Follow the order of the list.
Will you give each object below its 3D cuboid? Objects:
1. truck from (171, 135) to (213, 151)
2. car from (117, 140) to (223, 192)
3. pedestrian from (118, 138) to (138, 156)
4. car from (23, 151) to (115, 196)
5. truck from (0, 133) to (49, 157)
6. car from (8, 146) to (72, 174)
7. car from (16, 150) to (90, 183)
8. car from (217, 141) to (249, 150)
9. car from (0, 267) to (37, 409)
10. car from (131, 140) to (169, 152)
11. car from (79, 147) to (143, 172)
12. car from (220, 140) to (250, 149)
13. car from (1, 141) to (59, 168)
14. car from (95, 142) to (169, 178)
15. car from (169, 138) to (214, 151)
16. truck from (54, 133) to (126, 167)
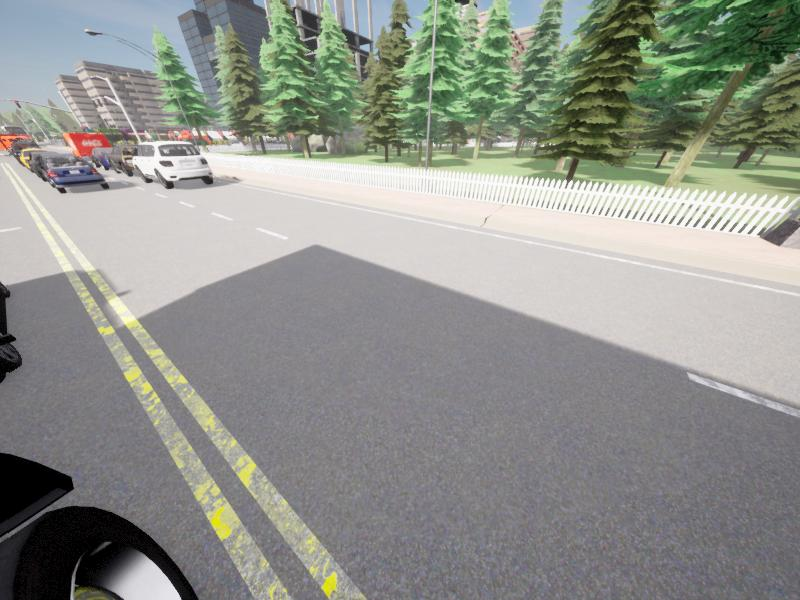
[{"bbox_3d":[-41.364,-31.447,46.145,2.627,2.467,5.204,20,40,26],"label":"truck"},{"bbox_3d":[-12.730,-7.552,12.774,5.566,2.045,2.150,22,40,27],"label":"car"},{"bbox_3d":[-33.768,-18.955,28.674,0.751,1.860,0.751,22,41,28],"label":"pedestrian"},{"bbox_3d":[-16.642,-6.462,11.627,3.705,1.549,1.789,22,40,27],"label":"car"},{"bbox_3d":[-51.871,-20.486,30.497,5.204,2.467,2.627,-3,35,-5],"label":"truck"},{"bbox_3d":[-27.627,-10.829,17.728,5.366,1.575,1.801,22,40,27],"label":"car"},{"bbox_3d":[-21.861,-8.498,14.550,4.193,1.474,1.816,22,40,27],"label":"car"},{"bbox_3d":[-35.229,-32.796,48.910,2.038,1.542,4.974,21,40,26],"label":"car"},{"bbox_3d":[-6.037,0.220,2.301,3.806,1.475,1.970,22,41,28],"label":"car"},{"bbox_3d":[-45.115,-27.850,41.753,1.851,1.617,3.988,22,41,28],"label":"car"},{"bbox_3d":[-24.110,-11.834,19.266,4.792,1.488,2.163,22,40,27],"label":"car"},{"bbox_3d":[-36.960,-35.020,51.954,2.033,1.649,4.856,21,40,26],"label":"car"},{"bbox_3d":[-33.443,-13.258,20.879,4.605,1.855,1.932,22,40,27],"label":"car"},{"bbox_3d":[-18.717,-9.858,16.153,4.605,1.855,1.932,22,40,27],"label":"car"},{"bbox_3d":[-39.275,-29.418,43.637,2.150,2.045,5.566,21,40,26],"label":"car"},{"bbox_3d":[-29.374,-14.327,21.911,5.204,2.467,2.627,22,40,27],"label":"truck"}]
